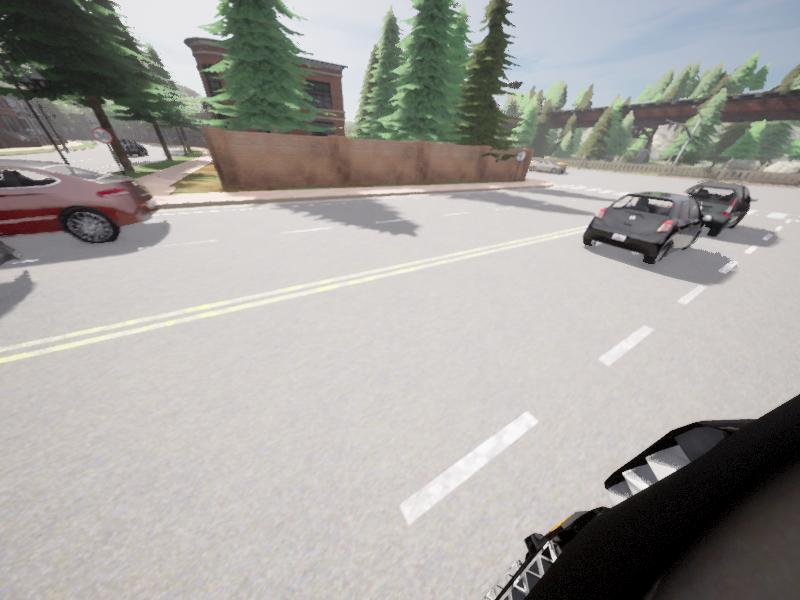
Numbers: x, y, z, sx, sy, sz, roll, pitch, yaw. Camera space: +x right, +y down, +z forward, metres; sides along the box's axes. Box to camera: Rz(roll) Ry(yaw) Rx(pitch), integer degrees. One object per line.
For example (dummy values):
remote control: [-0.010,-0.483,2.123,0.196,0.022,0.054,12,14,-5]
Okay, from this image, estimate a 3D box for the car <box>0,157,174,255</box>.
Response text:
car: [-8.884,-2.150,5.117,5.027,1.651,2.152,-16,38,-26]

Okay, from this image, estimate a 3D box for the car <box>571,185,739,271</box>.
car: [7.069,-2.209,6.482,3.633,1.501,1.845,-16,38,-26]

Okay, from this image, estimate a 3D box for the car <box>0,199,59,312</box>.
car: [-8.146,-0.134,2.114,5.027,1.651,2.152,-16,38,-26]

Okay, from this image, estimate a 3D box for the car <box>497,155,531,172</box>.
car: [16.779,-20.251,34.252,1.905,1.878,3.866,-16,38,-26]

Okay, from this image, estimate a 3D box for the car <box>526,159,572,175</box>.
car: [21.416,-19.396,33.548,2.152,1.651,5.027,-16,38,-26]

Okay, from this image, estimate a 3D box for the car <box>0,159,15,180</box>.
car: [-19.952,-5.669,9.671,1.837,1.490,4.892,-16,38,-25]

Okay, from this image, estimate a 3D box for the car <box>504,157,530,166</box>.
car: [25.689,-30.568,50.935,1.837,1.490,4.892,-16,38,-26]

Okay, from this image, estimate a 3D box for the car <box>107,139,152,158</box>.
car: [-31.987,-18.108,27.518,2.033,1.649,4.856,-17,38,-27]

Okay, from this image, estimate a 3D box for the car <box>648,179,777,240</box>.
car: [12.153,-3.689,9.040,3.988,1.617,1.851,-16,38,-26]
